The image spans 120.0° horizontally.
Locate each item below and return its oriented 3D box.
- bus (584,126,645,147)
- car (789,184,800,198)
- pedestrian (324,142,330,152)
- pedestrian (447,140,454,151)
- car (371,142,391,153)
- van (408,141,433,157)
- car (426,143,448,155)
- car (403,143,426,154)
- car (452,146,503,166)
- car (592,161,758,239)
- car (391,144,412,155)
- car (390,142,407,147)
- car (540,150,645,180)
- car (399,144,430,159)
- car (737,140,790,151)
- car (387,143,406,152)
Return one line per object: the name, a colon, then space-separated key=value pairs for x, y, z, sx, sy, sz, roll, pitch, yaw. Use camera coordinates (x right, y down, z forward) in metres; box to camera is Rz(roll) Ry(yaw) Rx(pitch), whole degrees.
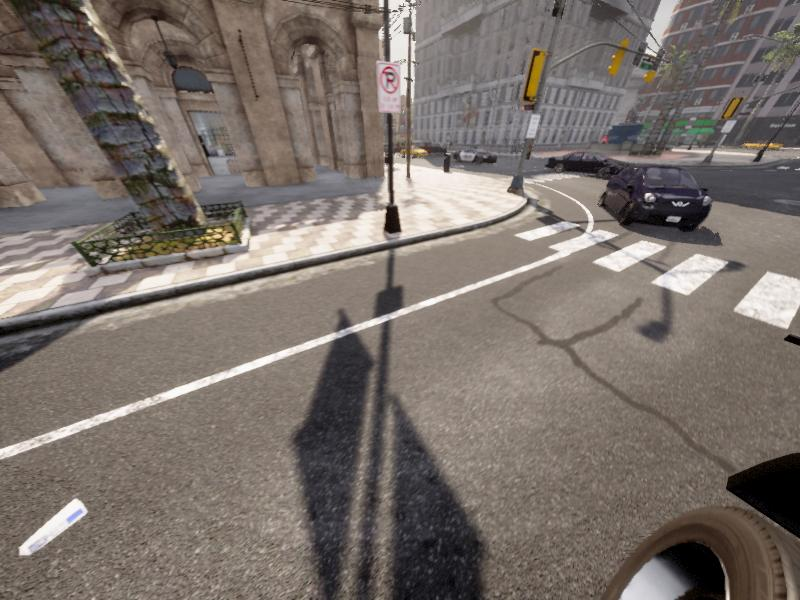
bus: x=56.121 y=-42.998 z=61.001 sx=3.944 sy=4.253 sz=10.273 roll=-18 pitch=39 yaw=-23
car: x=17.946 y=-3.943 z=8.147 sx=1.994 sy=1.385 sz=4.181 roll=8 pitch=36 yaw=12
pedestrian: x=-16.161 y=-33.906 z=51.119 sx=0.751 sy=1.860 sz=0.751 roll=-15 pitch=37 yaw=-19
pedestrian: x=10.089 y=-30.943 z=46.212 sx=0.751 sy=1.860 sz=0.751 roll=-15 pitch=38 yaw=-20
car: x=-3.821 y=-31.070 z=47.080 sx=2.242 sy=1.667 sz=4.611 roll=-18 pitch=39 yaw=-23
van: x=3.193 y=-24.267 z=36.949 sx=1.775 sy=1.987 sz=4.442 roll=-18 pitch=39 yaw=-24
car: x=6.127 y=-25.209 z=38.632 sx=1.789 sy=1.549 sz=3.705 roll=-18 pitch=39 yaw=-24
car: x=2.645 y=-28.694 z=43.655 sx=1.801 sy=1.575 sz=5.366 roll=-19 pitch=39 yaw=-24
car: x=7.957 y=-15.238 z=24.351 sx=2.038 sy=1.542 sz=4.974 roll=-18 pitch=38 yaw=-24
car: x=8.028 y=-3.396 z=7.373 sx=1.845 sy=1.501 sz=3.633 roll=13 pitch=37 yaw=19
car: x=0.236 y=-27.012 z=41.373 sx=1.816 sy=1.474 sz=4.193 roll=-19 pitch=39 yaw=-24
car: x=-0.593 y=-53.353 z=79.197 sx=5.357 sy=1.411 sz=2.033 roll=-19 pitch=39 yaw=-24
car: x=13.428 y=-9.833 z=16.630 sx=2.033 sy=1.411 sz=5.357 roll=-19 pitch=39 yaw=-25
car: x=1.967 y=-21.268 z=33.025 sx=1.801 sy=1.575 sz=5.366 roll=-18 pitch=39 yaw=-24
car: x=65.318 y=-28.009 z=41.727 sx=1.801 sy=1.575 sz=5.366 roll=5 pitch=35 yaw=8
car: x=-0.807 y=-32.051 z=48.564 sx=2.007 sy=1.525 sz=4.514 roll=-19 pitch=39 yaw=-24
